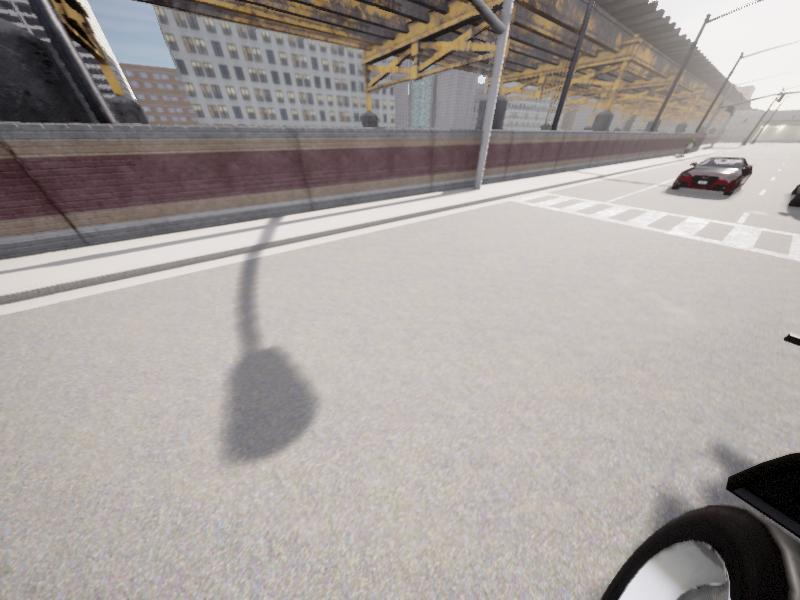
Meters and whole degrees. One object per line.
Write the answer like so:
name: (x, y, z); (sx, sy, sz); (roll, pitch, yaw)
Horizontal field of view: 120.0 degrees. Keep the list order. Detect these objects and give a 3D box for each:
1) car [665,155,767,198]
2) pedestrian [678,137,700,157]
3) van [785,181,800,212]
car: (15.431, -6.152, 11.295); (4.181, 1.385, 1.994); (-21, 40, -27)
pedestrian: (33.751, -17.859, 26.985); (0.751, 1.860, 0.751); (-20, 40, -25)
van: (17.150, -4.881, 8.463); (5.915, 2.561, 1.988); (-22, 41, -28)
